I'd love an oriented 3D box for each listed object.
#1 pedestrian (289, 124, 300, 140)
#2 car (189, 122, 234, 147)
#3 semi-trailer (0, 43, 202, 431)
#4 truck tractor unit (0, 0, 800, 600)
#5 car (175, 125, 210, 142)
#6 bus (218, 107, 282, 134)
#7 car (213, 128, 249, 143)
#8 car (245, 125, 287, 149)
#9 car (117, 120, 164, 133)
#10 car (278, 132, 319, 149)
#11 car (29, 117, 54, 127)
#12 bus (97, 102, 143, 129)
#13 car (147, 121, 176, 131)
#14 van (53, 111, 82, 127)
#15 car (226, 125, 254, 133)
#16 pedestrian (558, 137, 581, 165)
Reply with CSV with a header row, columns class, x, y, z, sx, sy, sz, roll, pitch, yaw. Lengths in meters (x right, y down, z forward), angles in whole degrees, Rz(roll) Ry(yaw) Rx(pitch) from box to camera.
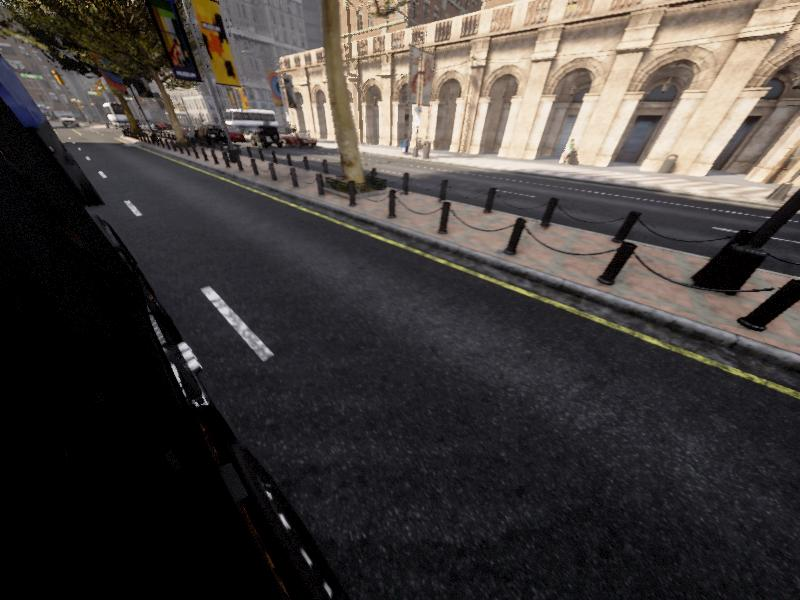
class,x,y,z,sx,sy,sz,roll,pitch,yaw
pedestrian,-15.915,-25.385,34.910,0.751,1.860,0.751,22,41,24
car,-19.787,-17.402,24.259,4.605,1.855,1.932,28,44,30
semi-trailer,-8.702,-3.586,4.248,14.254,4.402,2.717,28,44,30
truck tractor unit,-2.645,-0.295,0.351,6.516,4.208,3.053,28,44,30
car,-24.919,-19.988,27.719,3.633,1.501,1.845,28,44,30
bus,-32.298,-39.053,50.578,3.944,4.253,10.273,26,43,28
car,-21.204,-20.677,28.995,4.181,1.385,1.994,28,44,30
car,-14.004,-17.074,24.146,3.866,1.878,1.905,28,44,30
car,-44.449,-29.809,39.747,2.038,1.542,4.974,28,44,30
car,-11.444,-18.012,26.043,4.718,1.301,1.895,28,44,30
car,-68.989,-34.320,44.481,5.357,1.411,2.033,28,44,30
bus,-61.060,-40.170,50.395,10.273,4.253,3.944,28,44,30
car,-50.441,-36.757,48.789,4.674,1.442,1.812,13,38,14
van,-67.074,-36.460,46.597,6.366,2.431,2.351,28,44,30
car,-36.148,-38.741,52.409,1.895,1.301,4.718,28,43,30
pedestrian,13.846,-12.168,18.922,0.751,1.860,0.751,28,44,30
